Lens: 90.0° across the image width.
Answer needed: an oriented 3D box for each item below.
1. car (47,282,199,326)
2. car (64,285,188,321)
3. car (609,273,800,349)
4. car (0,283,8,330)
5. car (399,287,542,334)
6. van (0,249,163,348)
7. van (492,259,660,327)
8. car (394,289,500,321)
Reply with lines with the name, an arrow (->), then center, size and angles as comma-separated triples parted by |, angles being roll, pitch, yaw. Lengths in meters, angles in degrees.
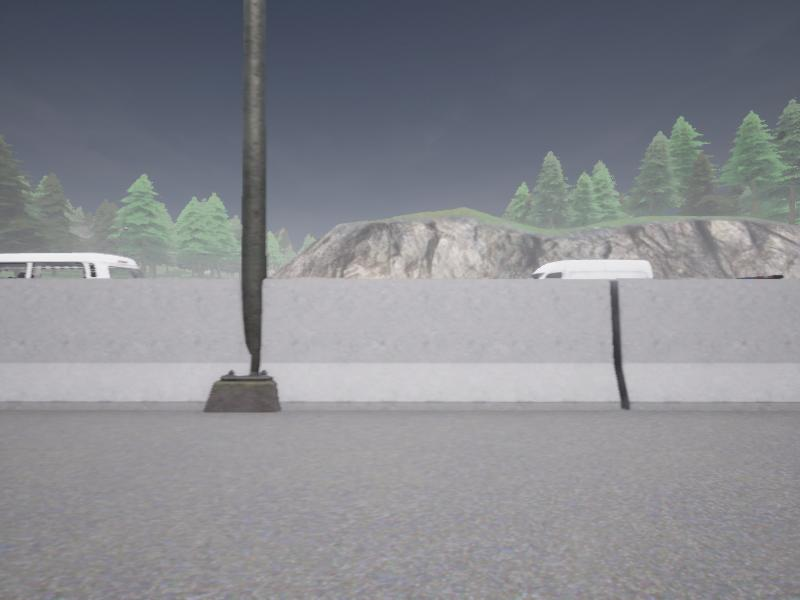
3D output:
car -> -10.989, 0.155, 16.202 | 4.611, 1.667, 2.242 | 0, 0, 0
car -> -13.318, 0.154, 19.698 | 4.611, 1.667, 2.242 | 0, 0, 0
car -> 7.829, 0.231, 9.202 | 4.974, 1.542, 2.038 | 0, 0, 0
car -> -15.175, 0.215, 12.699 | 3.705, 1.549, 1.789 | 0, 0, 0
car -> 2.059, 0.308, 12.700 | 4.181, 1.385, 1.994 | 0, 0, 0
van -> -8.294, -0.029, 9.199 | 4.480, 2.038, 2.069 | 0, 0, 0
van -> 6.917, -0.277, 16.207 | 5.915, 2.561, 1.988 | 0, 0, 0
car -> 2.186, 0.237, 19.700 | 4.902, 1.511, 2.128 | 0, 0, 0
